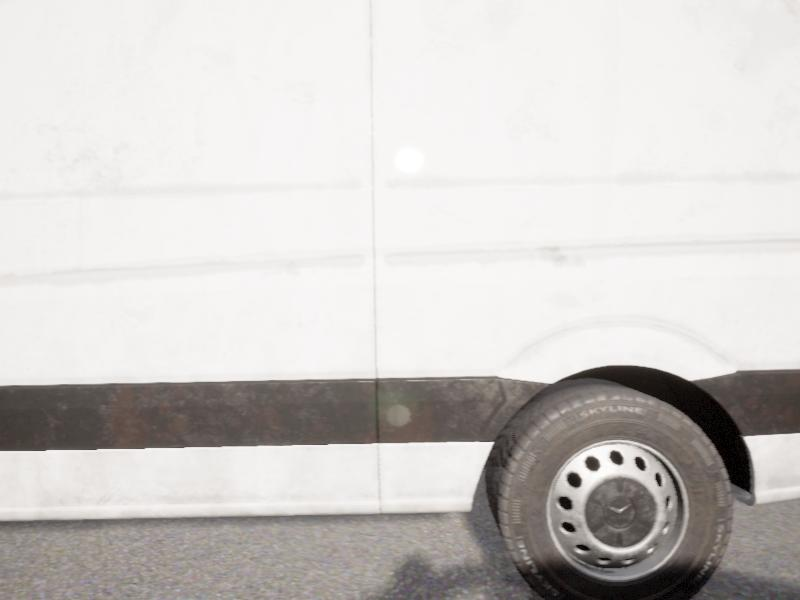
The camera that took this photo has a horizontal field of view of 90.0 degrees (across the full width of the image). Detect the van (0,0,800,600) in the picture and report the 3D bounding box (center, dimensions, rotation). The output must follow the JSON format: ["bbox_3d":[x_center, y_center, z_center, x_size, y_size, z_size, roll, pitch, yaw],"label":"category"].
[{"bbox_3d":[-1.060,-0.281,2.203,5.915,2.561,1.988,-1,0,0],"label":"van"}]
